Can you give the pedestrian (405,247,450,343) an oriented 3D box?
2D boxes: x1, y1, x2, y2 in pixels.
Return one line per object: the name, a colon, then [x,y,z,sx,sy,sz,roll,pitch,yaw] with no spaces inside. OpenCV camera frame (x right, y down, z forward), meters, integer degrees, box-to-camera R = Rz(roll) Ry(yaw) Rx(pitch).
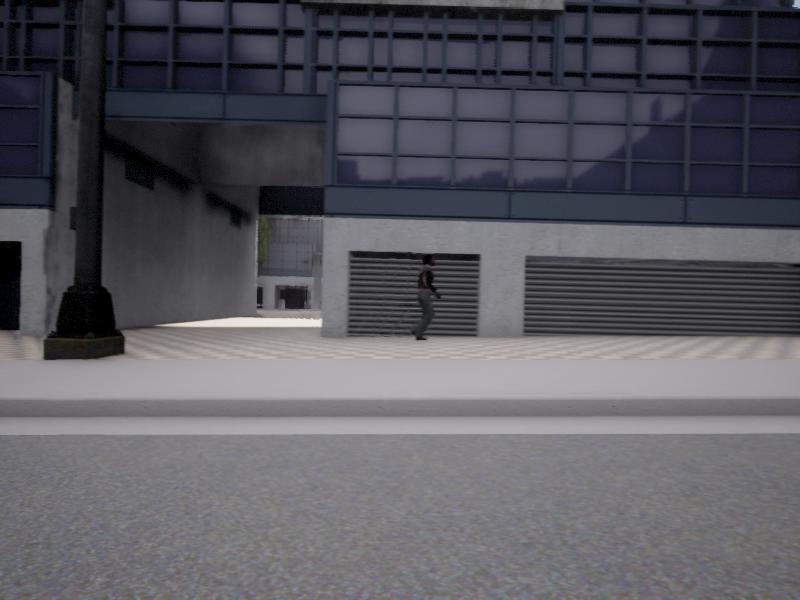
pedestrian: [0.545,-0.095,8.274,0.751,1.860,0.751,2,0,-7]
